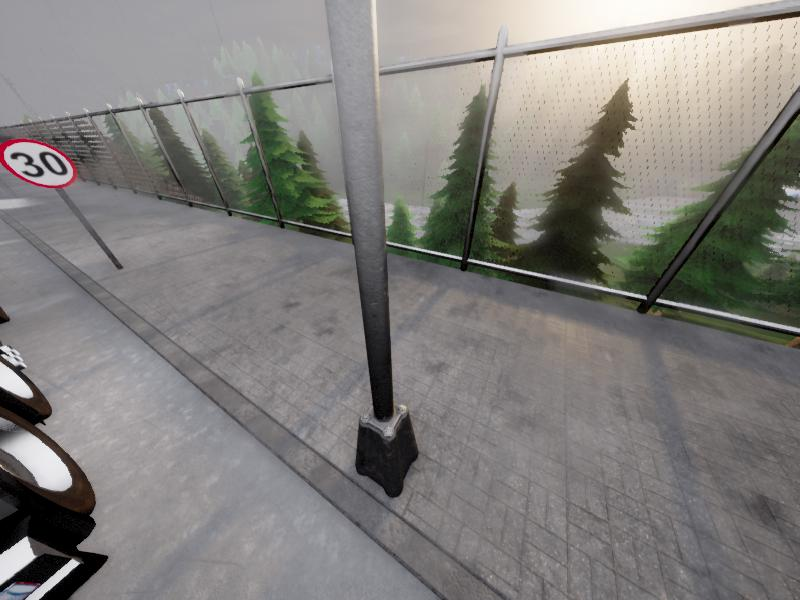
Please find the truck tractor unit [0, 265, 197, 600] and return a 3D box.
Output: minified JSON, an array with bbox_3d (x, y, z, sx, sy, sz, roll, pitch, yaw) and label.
[{"bbox_3d":[-5.112,-0.299,0.778,6.516,4.208,3.053,18,39,24],"label":"truck tractor unit"}]
